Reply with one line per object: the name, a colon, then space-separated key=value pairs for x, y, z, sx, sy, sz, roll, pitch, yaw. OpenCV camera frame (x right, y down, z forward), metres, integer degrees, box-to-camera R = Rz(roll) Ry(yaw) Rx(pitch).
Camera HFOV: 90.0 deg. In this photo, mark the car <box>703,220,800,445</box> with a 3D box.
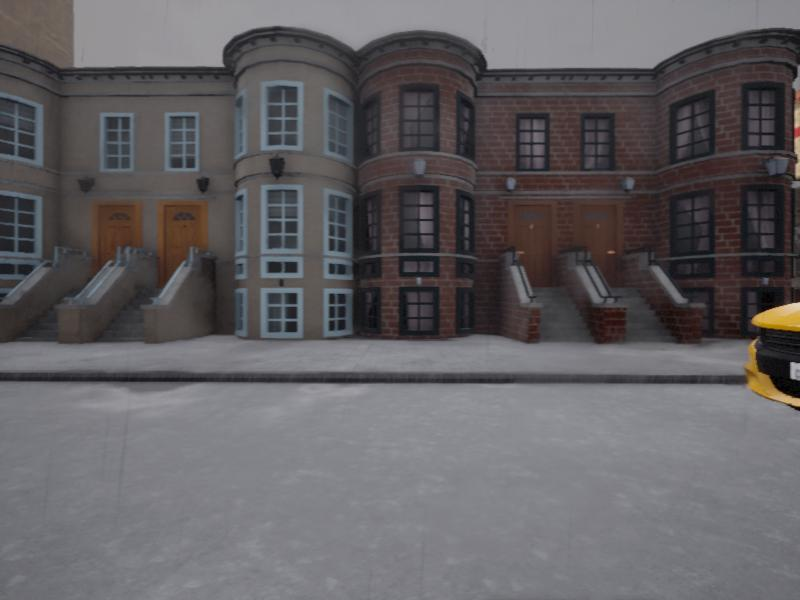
car: x=5.227 y=0.228 z=2.640 sx=5.008 sy=1.535 sz=1.882 roll=0 pitch=0 yaw=1
